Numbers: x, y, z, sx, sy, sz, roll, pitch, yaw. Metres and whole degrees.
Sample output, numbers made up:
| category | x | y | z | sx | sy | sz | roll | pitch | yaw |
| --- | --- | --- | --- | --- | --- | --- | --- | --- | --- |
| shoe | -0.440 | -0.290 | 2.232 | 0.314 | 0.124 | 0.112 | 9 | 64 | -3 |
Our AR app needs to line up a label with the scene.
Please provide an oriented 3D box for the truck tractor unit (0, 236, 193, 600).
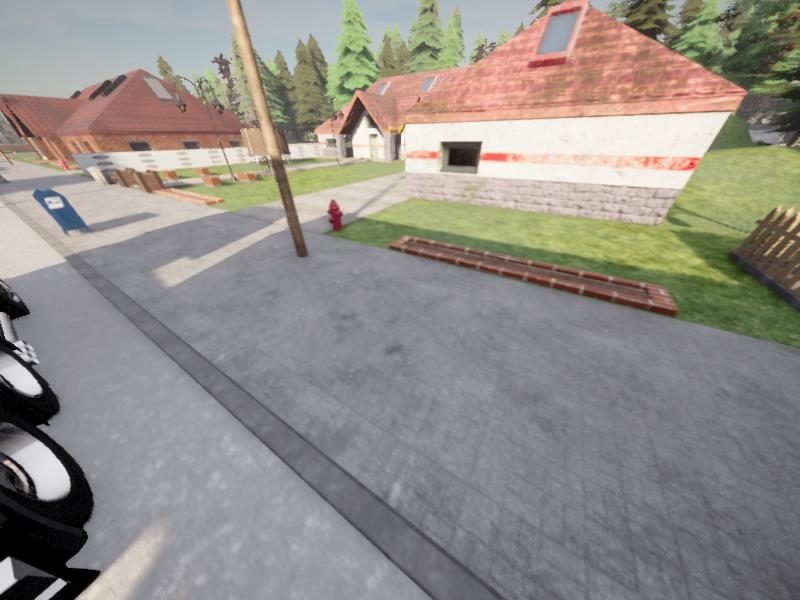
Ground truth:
| category | x | y | z | sx | sy | sz | roll | pitch | yaw |
| --- | --- | --- | --- | --- | --- | --- | --- | --- | --- |
| truck tractor unit | -5.068 | -0.342 | 0.834 | 6.516 | 4.208 | 3.053 | 20 | 40 | 26 |
